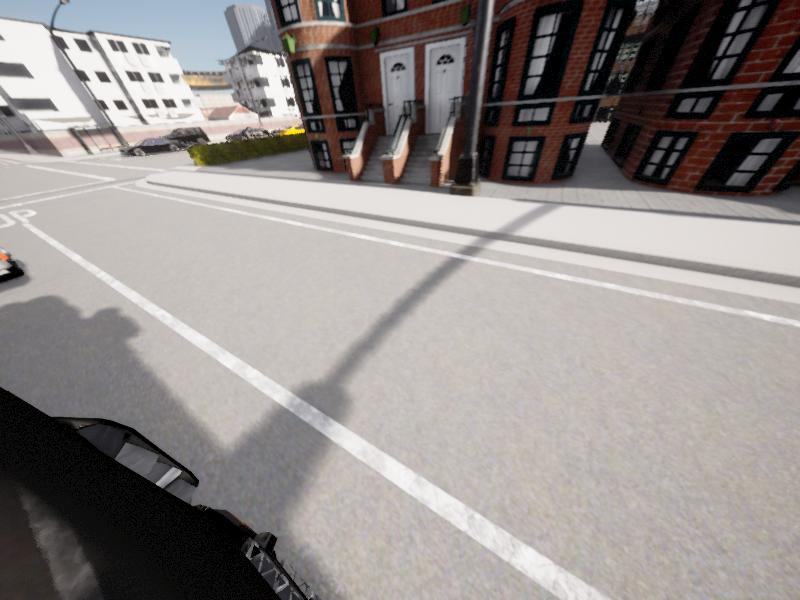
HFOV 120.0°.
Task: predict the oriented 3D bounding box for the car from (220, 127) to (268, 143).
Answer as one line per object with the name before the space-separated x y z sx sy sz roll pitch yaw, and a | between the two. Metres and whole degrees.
car | -22.164 -23.637 33.074 2.033 1.411 5.357 19 45 26

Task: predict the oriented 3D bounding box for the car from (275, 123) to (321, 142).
car | -12.717 -21.158 29.101 1.882 1.535 5.008 19 44 26

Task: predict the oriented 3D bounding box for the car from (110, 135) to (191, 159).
car | -25.369 -15.808 23.766 2.033 1.411 5.357 18 44 25

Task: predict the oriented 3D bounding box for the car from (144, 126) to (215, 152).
car | -26.242 -19.478 27.819 2.150 2.045 5.566 18 44 25

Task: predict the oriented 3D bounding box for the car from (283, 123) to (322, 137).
car | -15.186 -26.864 36.418 2.033 1.411 5.357 20 45 26

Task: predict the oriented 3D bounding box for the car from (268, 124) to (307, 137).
car | -18.296 -27.734 37.755 2.033 1.411 5.357 20 45 27

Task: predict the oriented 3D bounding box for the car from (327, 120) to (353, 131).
car | -11.410 -33.507 44.245 4.181 1.385 1.994 -32 47 -30

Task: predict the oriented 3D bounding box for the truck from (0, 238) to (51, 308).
truck | -9.090 -1.092 3.471 5.204 2.467 2.627 17 44 24

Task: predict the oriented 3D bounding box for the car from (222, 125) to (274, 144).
car | -19.906 -21.907 30.563 1.930 1.638 5.238 19 44 26
